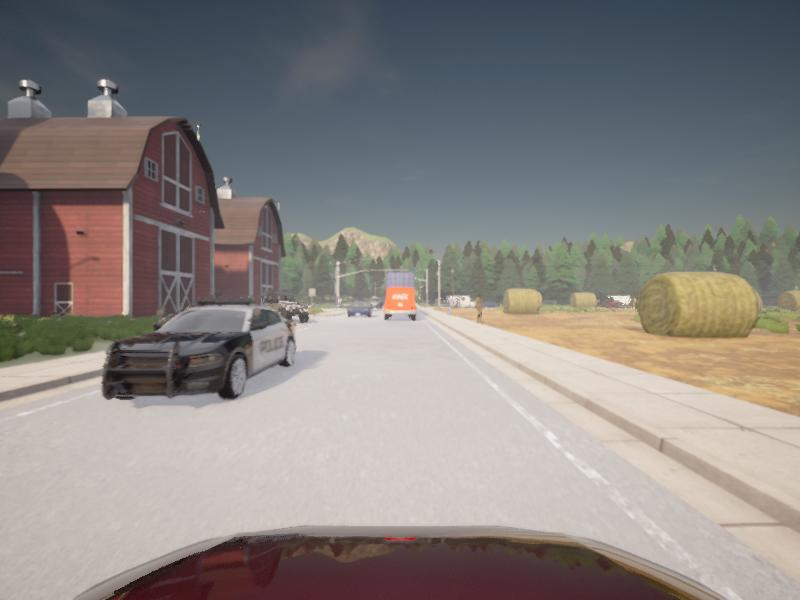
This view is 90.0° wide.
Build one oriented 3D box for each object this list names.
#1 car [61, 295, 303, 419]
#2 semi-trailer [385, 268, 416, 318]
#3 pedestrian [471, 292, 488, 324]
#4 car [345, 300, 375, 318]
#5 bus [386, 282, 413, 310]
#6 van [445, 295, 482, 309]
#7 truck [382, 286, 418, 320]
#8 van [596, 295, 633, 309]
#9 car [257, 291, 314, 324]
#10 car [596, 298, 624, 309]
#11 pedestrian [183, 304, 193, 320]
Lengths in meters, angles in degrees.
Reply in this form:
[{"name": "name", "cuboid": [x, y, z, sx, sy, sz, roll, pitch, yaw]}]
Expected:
[{"name": "car", "cuboid": [-3.506, 0.769, 7.901, 1.930, 1.638, 5.238, 0, 0, 0]}, {"name": "semi-trailer", "cuboid": [0.011, -0.624, 42.090, 2.717, 4.402, 14.254, 0, 0, 0]}, {"name": "pedestrian", "cuboid": [4.749, 0.480, 23.899, 0.751, 1.860, 0.751, 0, 0, -7]}, {"name": "car", "cuboid": [-3.491, 0.817, 35.533, 2.163, 1.488, 4.792, 0, -1, 0]}, {"name": "bus", "cuboid": [-0.171, -0.551, 64.911, 3.944, 4.253, 10.273, 0, -1, -1]}, {"name": "van", "cuboid": [11.428, 0.391, 72.356, 6.366, 2.431, 2.351, 0, 0, 1]}, {"name": "truck", "cuboid": [0.023, 0.315, 32.306, 2.627, 2.467, 5.204, 1, -2, 0]}, {"name": "van", "cuboid": [40.310, 0.334, 75.338, 5.915, 2.561, 1.988, 0, 0, 1]}, {"name": "car", "cuboid": [-7.661, 0.483, 26.611, 1.905, 1.878, 3.866, 8, -3, -42]}, {"name": "car", "cuboid": [37.702, 0.658, 71.881, 3.866, 1.878, 1.905, 0, 0, 1]}, {"name": "pedestrian", "cuboid": [-14.991, 0.866, 28.276, 0.500, 1.100, 0.500, 0, 0, -5]}]
